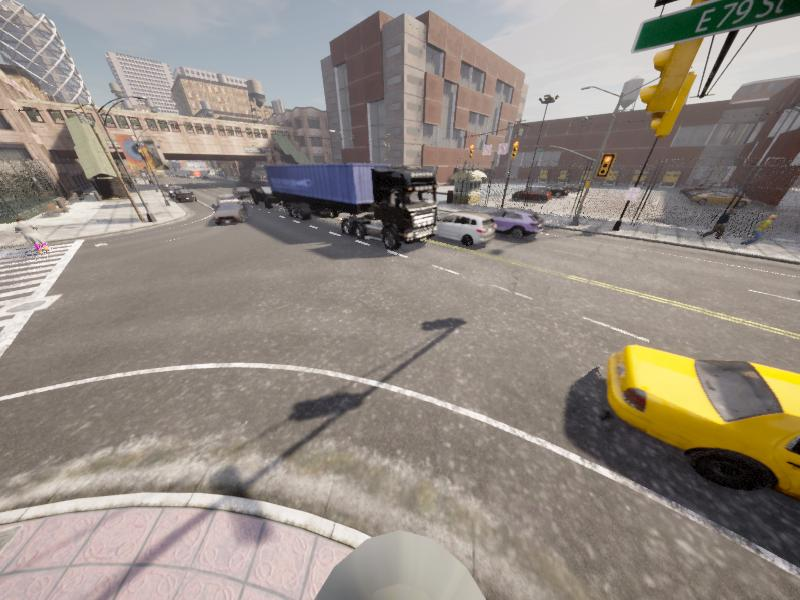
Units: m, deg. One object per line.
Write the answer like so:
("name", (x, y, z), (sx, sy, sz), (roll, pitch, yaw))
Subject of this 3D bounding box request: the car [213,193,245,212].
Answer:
("car", (-18.818, -10.772, 25.367), (1.895, 1.301, 4.718), (-23, 37, -34))

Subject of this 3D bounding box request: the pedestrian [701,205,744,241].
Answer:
("pedestrian", (18.980, -4.533, 13.644), (0.751, 1.860, 0.751), (-24, 38, -35))

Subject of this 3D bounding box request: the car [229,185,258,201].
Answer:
("car", (-22.545, -15.467, 33.155), (1.930, 1.638, 5.238), (-26, 39, -37))

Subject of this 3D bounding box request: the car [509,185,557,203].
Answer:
("car", (17.025, -13.733, 29.804), (2.185, 1.767, 4.553), (-27, 39, -38))

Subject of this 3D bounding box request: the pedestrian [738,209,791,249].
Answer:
("pedestrian", (19.388, -3.785, 12.349), (0.751, 1.860, 0.751), (-23, 37, -34))

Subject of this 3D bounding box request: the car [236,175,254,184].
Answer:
("car", (-42.132, -32.797, 62.773), (2.435, 2.045, 5.566), (-27, 39, -38))

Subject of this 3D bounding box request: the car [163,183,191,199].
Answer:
("car", (-33.366, -16.355, 34.546), (2.185, 1.767, 4.553), (-27, 39, -38))

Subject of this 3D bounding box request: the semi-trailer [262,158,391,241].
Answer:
("semi-trailer", (-6.554, -8.588, 18.459), (2.717, 4.402, 14.254), (-26, 39, -37))

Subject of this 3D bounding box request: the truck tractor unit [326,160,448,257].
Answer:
("truck tractor unit", (-1.002, -5.685, 13.620), (3.053, 4.208, 6.516), (-26, 39, -37))

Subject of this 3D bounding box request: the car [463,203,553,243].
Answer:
("car", (7.093, -5.381, 15.698), (2.033, 1.649, 4.856), (-26, 39, -37))

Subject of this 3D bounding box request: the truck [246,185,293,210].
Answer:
("truck", (-15.023, -11.857, 26.445), (2.390, 2.098, 6.274), (-26, 39, -37))

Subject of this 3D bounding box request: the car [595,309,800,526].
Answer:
("car", (6.131, 2.031, 2.905), (5.366, 1.575, 1.801), (21, 36, 31))

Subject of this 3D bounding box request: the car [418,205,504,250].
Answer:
("car", (3.600, -4.697, 14.469), (2.242, 1.667, 4.611), (-26, 39, -37))

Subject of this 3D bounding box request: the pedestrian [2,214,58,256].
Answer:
("pedestrian", (-18.994, -3.370, 11.934), (0.751, 1.860, 0.751), (24, 38, 35))

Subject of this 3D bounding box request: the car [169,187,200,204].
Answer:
("car", (-28.751, -14.010, 30.735), (2.097, 1.535, 5.008), (-27, 39, -38))

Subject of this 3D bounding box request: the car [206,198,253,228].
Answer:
("car", (-14.273, -7.545, 19.678), (2.033, 1.411, 5.357), (-12, 32, -19))
